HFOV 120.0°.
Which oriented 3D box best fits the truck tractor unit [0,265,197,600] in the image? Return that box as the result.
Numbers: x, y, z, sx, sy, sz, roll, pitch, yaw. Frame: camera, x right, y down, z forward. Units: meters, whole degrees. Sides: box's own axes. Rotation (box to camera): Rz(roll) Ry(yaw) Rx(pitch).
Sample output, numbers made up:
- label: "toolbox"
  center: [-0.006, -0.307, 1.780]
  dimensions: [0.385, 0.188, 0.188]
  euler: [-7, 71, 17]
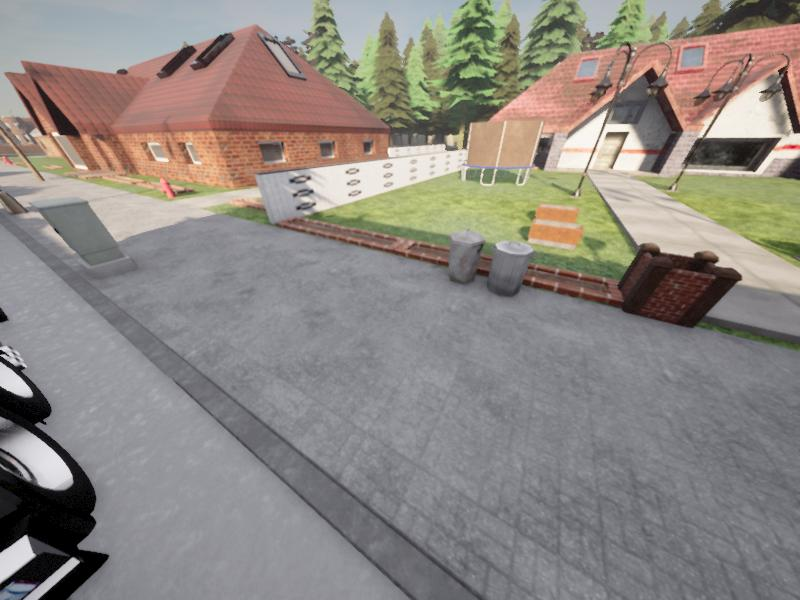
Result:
- label: "truck tractor unit"
  center: [-5.120, -0.289, 0.780]
  dimensions: [6.516, 4.208, 3.053]
  euler: [18, 39, 24]
